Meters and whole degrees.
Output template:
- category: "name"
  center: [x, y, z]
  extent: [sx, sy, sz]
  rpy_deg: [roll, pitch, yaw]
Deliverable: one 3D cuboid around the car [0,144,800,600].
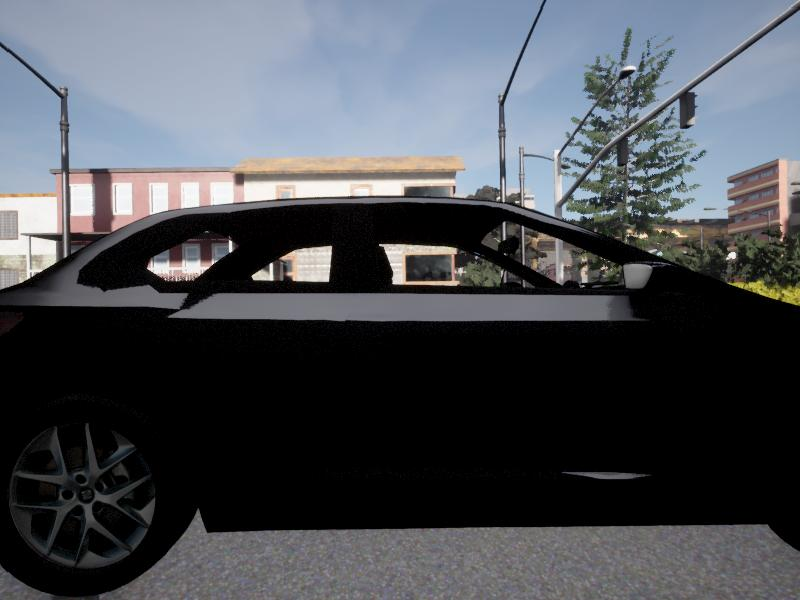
- category: "car"
  center: [0.342, 0.254, 2.184]
  extent: [4.193, 1.474, 1.816]
  rpy_deg: [0, 0, -1]
